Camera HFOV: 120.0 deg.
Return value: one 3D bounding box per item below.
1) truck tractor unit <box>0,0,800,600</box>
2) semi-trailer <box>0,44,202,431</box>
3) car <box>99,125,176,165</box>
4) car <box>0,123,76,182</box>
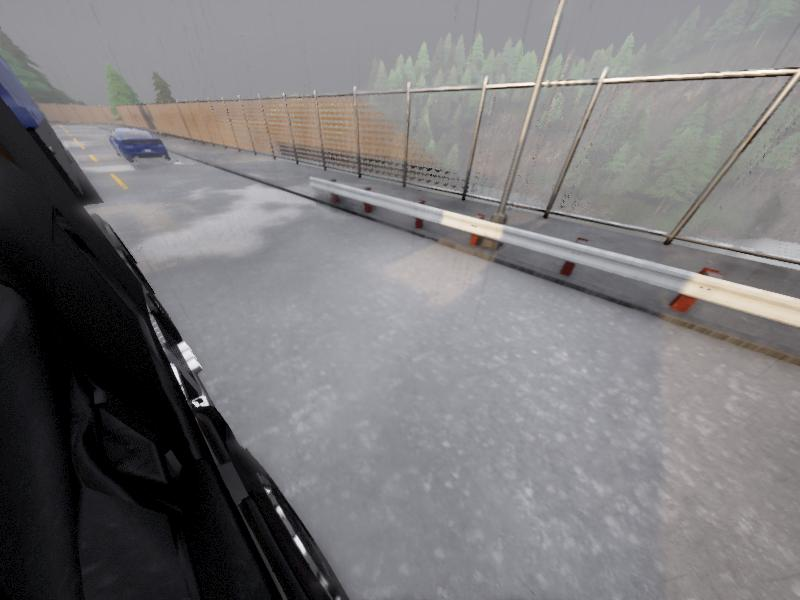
[{"bbox_3d":[-2.645,-0.295,0.351,6.516,4.208,3.053,28,44,30],"label":"truck tractor unit"},{"bbox_3d":[-8.699,-3.609,4.220,14.254,4.402,2.717,28,44,30],"label":"semi-trailer"},{"bbox_3d":[-15.693,-9.325,13.771,5.008,1.535,1.882,28,44,30],"label":"car"},{"bbox_3d":[-16.106,-6.436,9.831,5.238,1.638,1.930,28,44,30],"label":"car"}]
